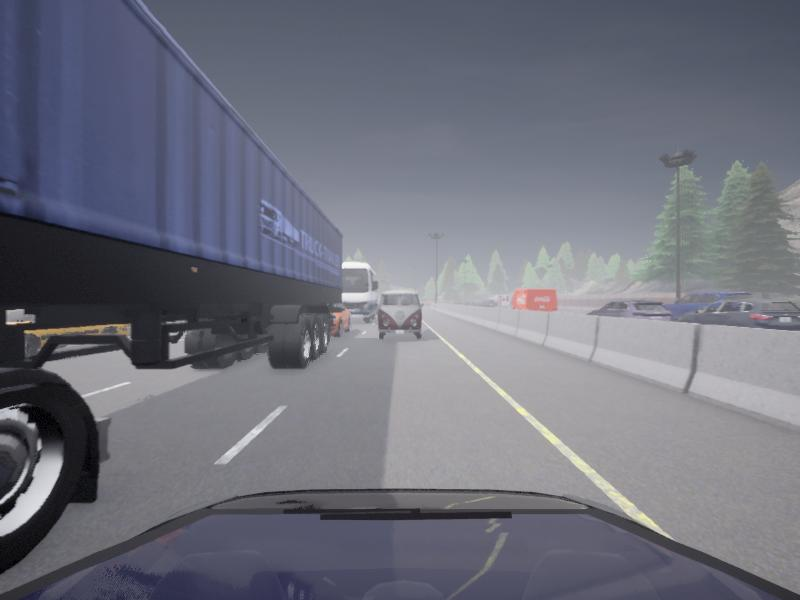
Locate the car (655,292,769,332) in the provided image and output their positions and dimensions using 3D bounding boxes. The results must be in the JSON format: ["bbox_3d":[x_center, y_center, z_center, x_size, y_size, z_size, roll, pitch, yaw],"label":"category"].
[{"bbox_3d":[17.478,0.588,22.886,2.150,2.045,5.566,0,0,0],"label":"car"}]

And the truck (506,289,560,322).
[{"bbox_3d":[10.454,0.385,32.014,2.627,2.467,5.204,0,0,0],"label":"truck"}]

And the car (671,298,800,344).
[{"bbox_3d":[13.988,0.769,16.707,2.242,1.667,4.611,0,0,0],"label":"car"}]

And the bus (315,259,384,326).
[{"bbox_3d":[-3.421,-0.512,30.495,3.944,4.253,10.273,0,0,0],"label":"bus"}]

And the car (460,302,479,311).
[{"bbox_3d":[10.384,0.952,60.062,1.994,1.385,4.181,0,0,0],"label":"car"}]

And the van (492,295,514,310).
[{"bbox_3d":[17.478,0.429,68.492,2.351,2.431,6.366,0,0,2],"label":"van"}]

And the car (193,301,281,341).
[{"bbox_3d":[-7.011,0.836,17.832,1.882,1.535,5.008,0,0,0],"label":"car"}]

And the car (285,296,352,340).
[{"bbox_3d":[-3.511,0.708,18.076,2.097,1.767,4.553,0,0,0],"label":"car"}]

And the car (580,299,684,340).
[{"bbox_3d":[10.485,0.792,18.626,2.033,1.649,4.856,0,0,0],"label":"car"}]

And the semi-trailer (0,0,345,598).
[{"bbox_3d":[-3.463,-0.612,7.947,2.717,4.402,14.254,0,0,0],"label":"semi-trailer"}]

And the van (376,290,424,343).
[{"bbox_3d":[-0.009,0.613,17.074,1.775,1.987,4.442,0,0,0],"label":"van"}]

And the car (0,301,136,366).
[{"bbox_3d":[-10.502,0.812,11.885,1.801,1.575,5.366,0,0,0],"label":"car"}]
